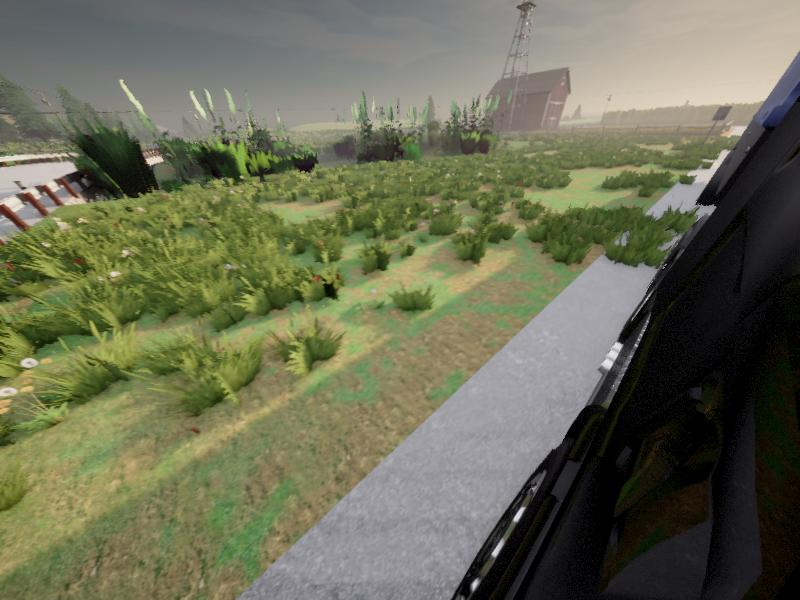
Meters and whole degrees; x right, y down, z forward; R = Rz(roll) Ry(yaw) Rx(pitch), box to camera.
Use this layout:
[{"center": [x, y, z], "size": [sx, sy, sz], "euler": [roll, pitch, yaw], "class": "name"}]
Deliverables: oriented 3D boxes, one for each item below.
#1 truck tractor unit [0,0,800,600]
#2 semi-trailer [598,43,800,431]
[{"center": [2.645, -0.295, 0.351], "size": [6.516, 4.208, 3.053], "euler": [-28, 44, -30], "class": "truck tractor unit"}, {"center": [8.693, -3.596, 4.252], "size": [14.254, 4.402, 2.717], "euler": [-28, 44, -30], "class": "semi-trailer"}]
